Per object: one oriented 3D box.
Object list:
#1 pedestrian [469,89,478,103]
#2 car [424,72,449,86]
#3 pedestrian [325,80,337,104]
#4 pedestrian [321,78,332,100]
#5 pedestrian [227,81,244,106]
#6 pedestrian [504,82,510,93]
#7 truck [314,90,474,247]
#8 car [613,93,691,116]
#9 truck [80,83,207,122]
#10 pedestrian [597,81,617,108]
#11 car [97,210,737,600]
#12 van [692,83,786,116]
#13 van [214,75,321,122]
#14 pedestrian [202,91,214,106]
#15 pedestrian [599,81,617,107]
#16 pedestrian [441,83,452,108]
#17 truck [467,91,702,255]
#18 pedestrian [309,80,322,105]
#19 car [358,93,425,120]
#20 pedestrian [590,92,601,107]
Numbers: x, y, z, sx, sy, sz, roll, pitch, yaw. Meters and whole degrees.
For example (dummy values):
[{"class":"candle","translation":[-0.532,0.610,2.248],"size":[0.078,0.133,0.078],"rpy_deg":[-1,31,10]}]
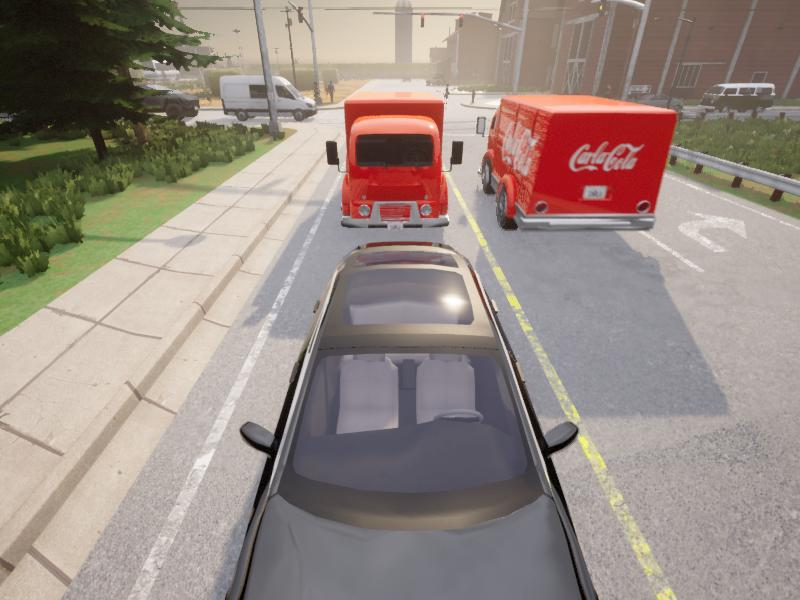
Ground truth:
[{"class":"pedestrian","translation":[6.624,-18.385,36.077],"size":[0.500,1.100,0.500],"rpy_deg":[-19,35,-29]},{"class":"car","translation":[6.291,-37.975,68.886],"size":[1.905,1.878,3.866],"rpy_deg":[-31,40,-33]},{"class":"pedestrian","translation":[-6.063,-18.405,35.357],"size":[0.751,1.860,0.751],"rpy_deg":[-10,32,-17]},{"class":"pedestrian","translation":[-7.313,-21.086,39.945],"size":[0.751,1.860,0.751],"rpy_deg":[-11,32,-18]},{"class":"pedestrian","translation":[-13.770,-17.279,33.463],"size":[0.751,1.860,0.751],"rpy_deg":[2,30,3]},{"class":"pedestrian","translation":[12.866,-25.472,47.984],"size":[0.500,1.100,0.500],"rpy_deg":[7,31,12]},{"class":"truck","translation":[-0.138,-3.422,9.427],"size":[2.627,2.467,5.204],"rpy_deg":[-1,30,-1]},{"class":"car","translation":[18.373,-14.351,29.311],"size":[4.181,1.385,1.994],"rpy_deg":[0,30,0]},{"class":"truck","translation":[-16.491,-12.913,26.105],"size":[6.274,2.098,2.390],"rpy_deg":[0,30,0]},{"class":"pedestrian","translation":[16.722,-16.597,32.319],"size":[0.751,1.860,0.751],"rpy_deg":[-6,31,-10]},{"class":"car","translation":[0.056,0.760,3.240],"size":[2.128,1.511,4.902],"rpy_deg":[0,30,0]},{"class":"van","translation":[24.555,-14.639,29.141],"size":[4.480,2.038,2.069],"rpy_deg":[0,30,0]},{"class":"van","translation":[-8.419,-13.098,25.989],"size":[5.915,2.561,1.988],"rpy_deg":[0,30,0]},{"class":"pedestrian","translation":[-15.995,-16.766,33.344],"size":[0.500,1.100,0.500],"rpy_deg":[2,30,3]},{"class":"pedestrian","translation":[17.067,-16.919,32.871],"size":[0.751,1.860,0.751],"rpy_deg":[3,30,6]},{"class":"pedestrian","translation":[3.863,-16.985,33.227],"size":[0.751,1.860,0.751],"rpy_deg":[-1,30,-2]},{"class":"truck","translation":[3.366,-3.233,9.108],"size":[2.627,2.467,5.204],"rpy_deg":[-1,30,-1]},{"class":"pedestrian","translation":[-7.152,-17.576,33.950],"size":[0.751,1.860,0.751],"rpy_deg":[0,30,1]},{"class":"car","translation":[-0.585,-13.477,27.774],"size":[4.181,1.385,1.994],"rpy_deg":[-15,34,-24]},{"class":"pedestrian","translation":[15.981,-16.378,32.698],"size":[0.500,1.100,0.500],"rpy_deg":[5,31,8]}]
